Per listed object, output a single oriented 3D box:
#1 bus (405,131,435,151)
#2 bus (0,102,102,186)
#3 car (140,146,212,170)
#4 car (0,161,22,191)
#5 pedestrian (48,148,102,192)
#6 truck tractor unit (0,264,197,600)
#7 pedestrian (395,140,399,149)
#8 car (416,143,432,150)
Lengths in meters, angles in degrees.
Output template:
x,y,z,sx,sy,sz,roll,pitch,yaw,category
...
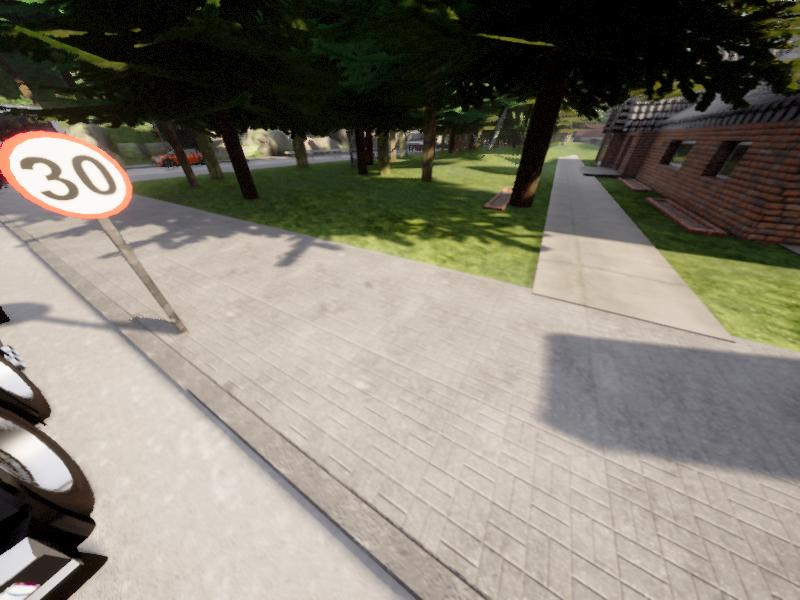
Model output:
x,y,z,sx,sy,sz,roll,pitch,yaw,category
5.720,-43.761,63.442,3.944,4.253,10.273,18,39,24,bus
-27.050,-9.189,13.689,3.944,4.253,10.273,7,36,9,bus
-22.630,-14.608,23.589,2.097,1.767,4.553,18,39,24,car
-22.908,-5.954,11.519,2.033,1.411,5.357,-18,39,-23,car
-16.408,-6.561,11.703,0.751,1.860,0.751,23,41,29,pedestrian
-5.109,-0.303,0.779,6.516,4.208,3.053,18,39,24,truck tractor unit
-0.722,-39.277,58.436,0.751,1.860,0.751,-28,43,-33,pedestrian
6.074,-38.709,58.218,1.837,1.490,4.892,18,39,24,car
